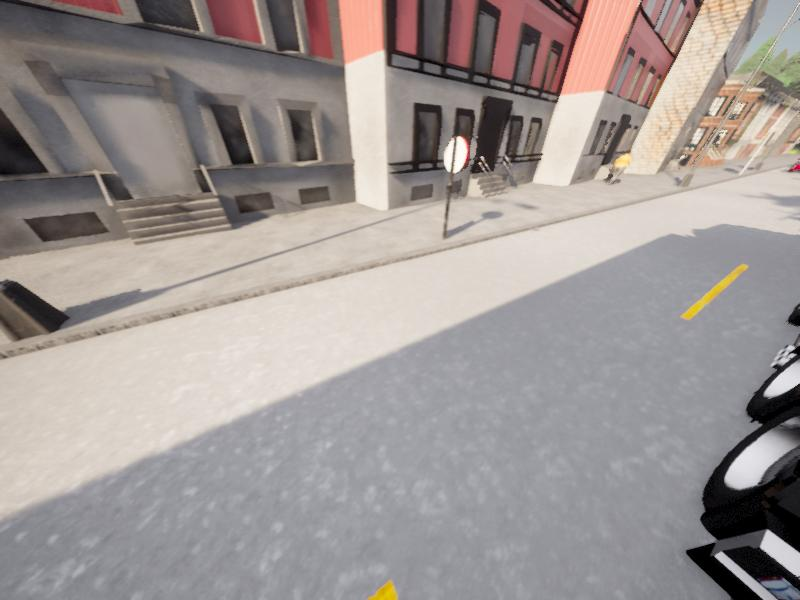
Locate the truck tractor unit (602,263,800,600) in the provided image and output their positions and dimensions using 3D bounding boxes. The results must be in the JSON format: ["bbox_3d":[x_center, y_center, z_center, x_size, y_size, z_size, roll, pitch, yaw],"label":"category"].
[{"bbox_3d":[5.118,-0.290,0.789,6.516,4.208,3.053,-18,39,-24],"label":"truck tractor unit"}]

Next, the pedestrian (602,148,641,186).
[{"bbox_3d":[12.838,-7.739,13.435,0.751,1.860,0.751,-17,38,-23],"label":"pedestrian"}]

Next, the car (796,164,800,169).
[{"bbox_3d":[44.788,-14.945,24.204,5.566,2.045,2.150,-18,39,-25],"label":"car"}]

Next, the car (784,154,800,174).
[{"bbox_3d":[37.693,-12.421,20.953,4.514,1.525,2.007,-18,39,-24],"label":"car"}]
